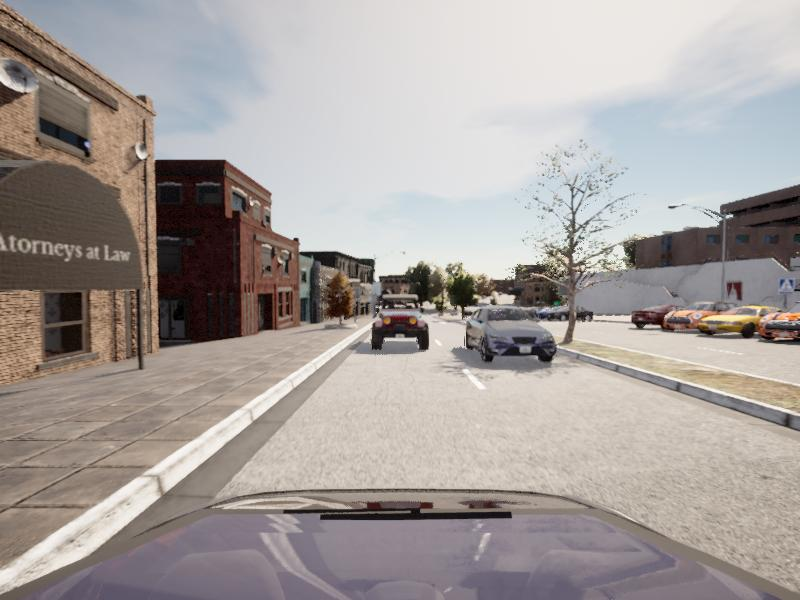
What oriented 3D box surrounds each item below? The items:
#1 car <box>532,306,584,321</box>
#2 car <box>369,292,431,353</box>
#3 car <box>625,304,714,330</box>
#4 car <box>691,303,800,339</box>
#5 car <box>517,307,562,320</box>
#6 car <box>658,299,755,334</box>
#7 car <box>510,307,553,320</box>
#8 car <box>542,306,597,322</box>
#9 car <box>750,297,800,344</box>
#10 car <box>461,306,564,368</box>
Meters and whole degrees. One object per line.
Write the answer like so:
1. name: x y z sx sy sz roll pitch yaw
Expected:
1. car: 16.999 1.465 43.026 5.008 1.535 2.097 1 -2 -20
2. car: 0.006 0.727 14.345 1.905 1.878 3.866 0 -1 0
3. car: 16.969 1.052 25.196 5.008 1.535 2.097 1 -1 -20
4. car: 16.799 0.955 19.174 5.366 1.575 1.946 1 -1 -20
5. car: 17.031 1.640 48.936 4.892 1.521 2.231 1 -2 -19
6. car: 17.007 0.879 22.231 4.553 1.767 2.185 1 -1 -20
7. car: 17.089 1.730 51.894 4.892 1.521 2.231 1 -2 -18
8. car: 16.993 1.382 40.065 5.008 1.535 2.097 1 -1 -20
9. car: 17.000 0.801 16.279 4.553 1.767 2.185 1 -1 -20
10. car: 3.005 0.909 11.670 1.816 1.474 4.193 0 0 0
